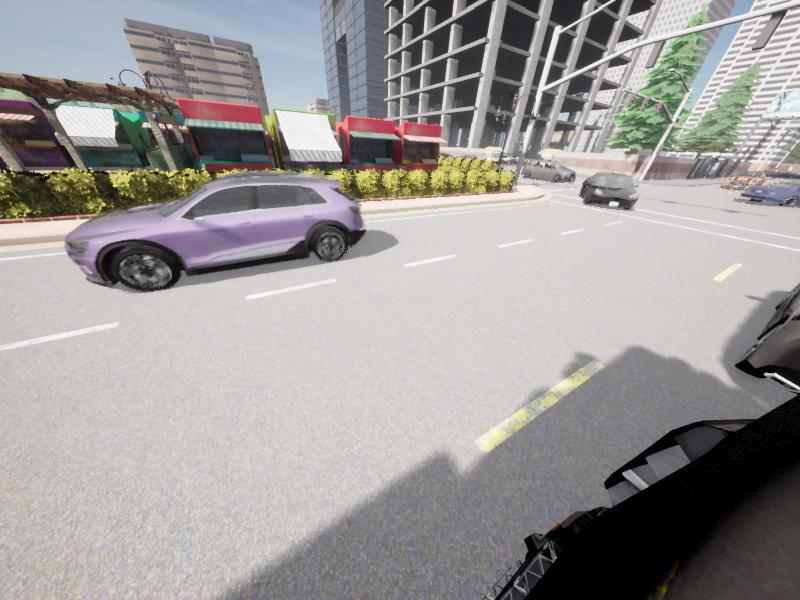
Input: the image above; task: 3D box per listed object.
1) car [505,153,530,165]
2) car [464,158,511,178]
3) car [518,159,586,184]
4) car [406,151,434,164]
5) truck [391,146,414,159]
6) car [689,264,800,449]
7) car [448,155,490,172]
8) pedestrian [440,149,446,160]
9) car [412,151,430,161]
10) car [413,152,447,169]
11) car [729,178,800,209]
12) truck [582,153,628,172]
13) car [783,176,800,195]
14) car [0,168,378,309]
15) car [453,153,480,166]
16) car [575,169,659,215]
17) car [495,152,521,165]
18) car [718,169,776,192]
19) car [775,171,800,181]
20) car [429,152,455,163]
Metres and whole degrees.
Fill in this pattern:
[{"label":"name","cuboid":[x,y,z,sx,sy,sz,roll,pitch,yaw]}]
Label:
[{"label":"car","cuboid":[23.687,-28.532,46.714,1.905,1.878,3.866,-15,38,-25]},{"label":"car","cuboid":[8.823,-13.567,23.636,1.816,1.474,4.193,-16,38,-26]},{"label":"car","cuboid":[14.162,-12.232,21.862,2.242,1.667,4.611,-16,38,-26]},{"label":"car","cuboid":[3.145,-23.277,37.673,1.930,1.638,5.238,-16,38,-26]},{"label":"truck","cuboid":[0.515,-33.955,53.142,2.390,2.098,6.274,-16,38,-26]},{"label":"car","cuboid":[6.039,0.332,2.551,4.902,1.511,2.128,-15,38,-25]},{"label":"car","cuboid":[8.708,-17.619,29.685,2.038,1.542,4.974,-16,38,-26]},{"label":"pedestrian","cuboid":[9.369,-31.454,49.958,0.751,1.860,0.751,-16,38,-26]},{"label":"car","cuboid":[4.334,-29.868,47.773,1.789,1.549,3.705,-16,38,-26]},{"label":"car","cuboid":[3.860,-18.598,30.774,1.882,1.535,5.008,-16,38,-26]},{"label":"car","cuboid":[25.822,-6.776,14.874,5.357,1.411,2.033,6,34,4]},{"label":"truck","cuboid":[37.047,-25.034,42.008,2.615,2.467,5.204,-15,38,-25]},{"label":"car","cuboid":[39.912,-11.160,22.501,4.892,1.490,1.837,-15,38,-25]},{"label":"car","cuboid":[-3.098,-1.640,4.707,4.856,1.649,2.033,-15,38,-25]},{"label":"car","cuboid":[10.934,-23.238,38.249,1.851,1.617,3.988,-16,38,-26]},{"label":"car","cuboid":[11.375,-6.076,12.623,2.163,1.488,4.792,18,37,21]},{"label":"car","cuboid":[21.125,-27.827,45.454,1.905,1.878,3.866,-15,38,-25]},{"label":"car","cuboid":[35.165,-12.202,23.432,4.553,1.767,2.097,-15,38,-25]},{"label":"car","cuboid":[78.485,-24.732,46.104,1.895,1.301,4.718,19,37,23]},{"label":"car","cuboid":[7.669,-26.492,42.961,1.882,1.535,5.008,-16,38,-26]}]
